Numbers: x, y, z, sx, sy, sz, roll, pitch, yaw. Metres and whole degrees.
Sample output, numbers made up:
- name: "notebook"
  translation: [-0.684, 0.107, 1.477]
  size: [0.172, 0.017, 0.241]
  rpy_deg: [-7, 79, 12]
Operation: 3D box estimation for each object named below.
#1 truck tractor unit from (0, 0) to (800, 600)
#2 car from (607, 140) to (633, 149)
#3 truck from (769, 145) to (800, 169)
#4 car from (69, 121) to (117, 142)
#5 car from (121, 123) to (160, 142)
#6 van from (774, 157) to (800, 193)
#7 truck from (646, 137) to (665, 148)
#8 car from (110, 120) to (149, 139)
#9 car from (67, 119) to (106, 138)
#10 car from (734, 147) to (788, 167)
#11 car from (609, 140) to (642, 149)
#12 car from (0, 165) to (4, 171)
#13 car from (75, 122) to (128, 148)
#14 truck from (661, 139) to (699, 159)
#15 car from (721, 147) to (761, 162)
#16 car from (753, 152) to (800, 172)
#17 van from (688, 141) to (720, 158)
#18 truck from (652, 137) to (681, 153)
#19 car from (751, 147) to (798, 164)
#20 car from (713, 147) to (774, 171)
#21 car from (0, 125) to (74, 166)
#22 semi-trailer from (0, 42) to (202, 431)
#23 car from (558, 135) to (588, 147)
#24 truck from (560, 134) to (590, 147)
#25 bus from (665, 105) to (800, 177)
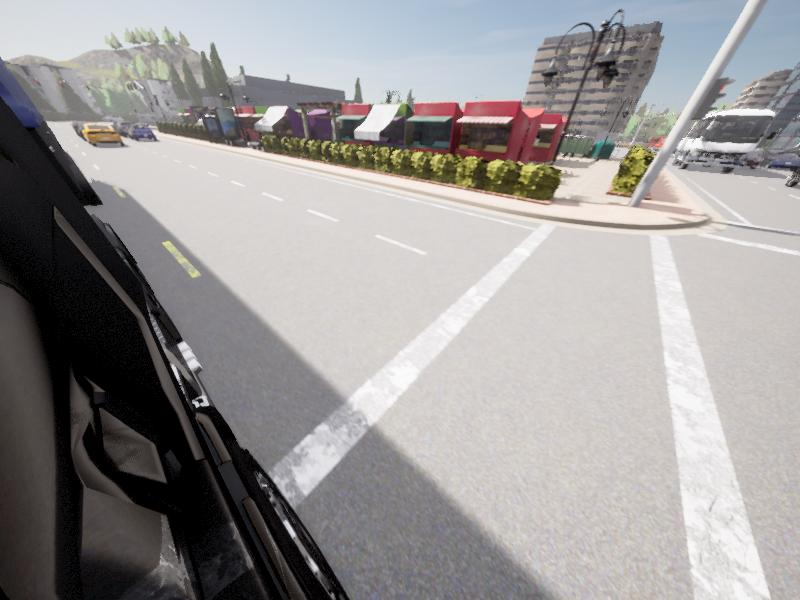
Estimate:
- name: "truck tractor unit"
  translation: [-2.645, -0.295, 0.351]
  size: [6.516, 4.208, 3.053]
  rpy_deg: [28, 44, 30]
- name: "car"
  translation: [55.341, -39.216, 58.108]
  size: [4.514, 1.525, 2.007]
  rpy_deg: [28, 44, 30]
- name: "truck"
  translation: [47.279, -16.799, 27.039]
  size: [2.390, 2.098, 6.274]
  rpy_deg: [28, 43, 30]
- name: "car"
  translation: [-30.904, -16.940, 23.217]
  size: [4.792, 1.488, 2.163]
  rpy_deg: [28, 44, 30]
- name: "car"
  translation: [-28.289, -18.277, 25.163]
  size: [4.193, 1.474, 1.816]
  rpy_deg: [28, 44, 30]
- name: "van"
  translation: [23.635, -6.869, 12.416]
  size: [2.069, 2.038, 4.480]
  rpy_deg: [28, 44, 30]
- name: "truck"
  translation: [74.541, -46.156, 67.573]
  size: [2.627, 2.467, 5.204]
  rpy_deg: [27, 43, 29]
- name: "car"
  translation: [-33.290, -20.994, 28.371]
  size: [4.856, 1.649, 2.033]
  rpy_deg: [28, 44, 30]
- name: "car"
  translation: [-36.146, -19.737, 26.598]
  size: [5.008, 1.535, 1.882]
  rpy_deg: [28, 44, 30]
- name: "car"
  translation: [44.066, -17.667, 28.408]
  size: [2.152, 1.651, 5.027]
  rpy_deg: [28, 43, 29]
- name: "car"
  translation: [53.930, -37.268, 55.347]
  size: [5.366, 1.575, 1.801]
  rpy_deg: [28, 44, 30]
- name: "car"
  translation: [-17.030, -4.904, 7.865]
  size: [1.801, 1.575, 5.366]
  rpy_deg: [-23, 44, -30]
- name: "car"
  translation: [-25.737, -14.244, 19.871]
  size: [5.008, 1.535, 1.882]
  rpy_deg: [28, 43, 29]
- name: "truck"
  translation: [41.178, -22.421, 34.193]
  size: [2.390, 2.098, 6.274]
  rpy_deg: [28, 43, 30]
- name: "car"
  translation: [48.973, -21.052, 33.302]
  size: [2.007, 1.525, 4.514]
  rpy_deg: [28, 43, 30]
- name: "car"
  translation: [39.471, -14.363, 23.931]
  size: [1.994, 1.385, 4.181]
  rpy_deg: [28, 44, 30]
- name: "van"
  translation: [47.930, -23.795, 36.522]
  size: [1.775, 1.987, 4.442]
  rpy_deg: [28, 44, 30]
- name: "truck"
  translation: [54.078, -31.706, 47.053]
  size: [2.627, 2.467, 5.204]
  rpy_deg: [28, 43, 30]
- name: "car"
  translation: [53.011, -20.620, 32.866]
  size: [1.930, 1.638, 5.238]
  rpy_deg: [28, 43, 30]
- name: "car"
  translation: [34.932, -14.586, 23.749]
  size: [2.152, 1.651, 5.027]
  rpy_deg: [28, 44, 30]
- name: "car"
  translation: [-20.168, -8.498, 12.566]
  size: [4.792, 1.488, 2.163]
  rpy_deg: [28, 44, 30]
- name: "semi-trailer"
  translation: [-8.714, -3.585, 4.224]
  size: [14.254, 4.402, 2.717]
  rpy_deg: [28, 44, 30]
- name: "car"
  translation: [36.426, -33.479, 48.708]
  size: [4.605, 1.855, 1.932]
  rpy_deg: [28, 44, 30]
- name: "truck"
  translation: [38.233, -34.860, 50.503]
  size: [4.478, 2.038, 2.069]
  rpy_deg: [28, 44, 30]
- name: "bus"
  translation: [28.487, -14.291, 20.779]
  size: [3.944, 4.253, 10.273]
  rpy_deg: [28, 43, 30]
